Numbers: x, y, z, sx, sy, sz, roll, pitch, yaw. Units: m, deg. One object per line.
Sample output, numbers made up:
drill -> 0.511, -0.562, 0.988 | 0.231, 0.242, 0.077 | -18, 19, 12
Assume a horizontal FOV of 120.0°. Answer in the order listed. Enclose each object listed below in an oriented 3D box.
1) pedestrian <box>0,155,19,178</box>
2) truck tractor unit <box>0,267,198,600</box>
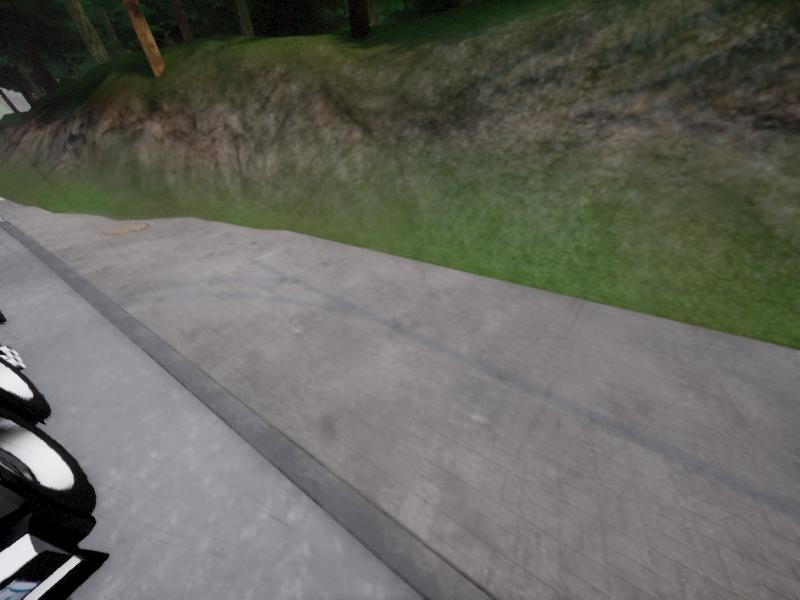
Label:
pedestrian -> -28.755, -9.798, 16.447 | 0.751, 1.860, 0.751 | 16, 38, 22
truck tractor unit -> -5.121, -0.290, 0.774 | 6.516, 4.208, 3.053 | 18, 39, 24
